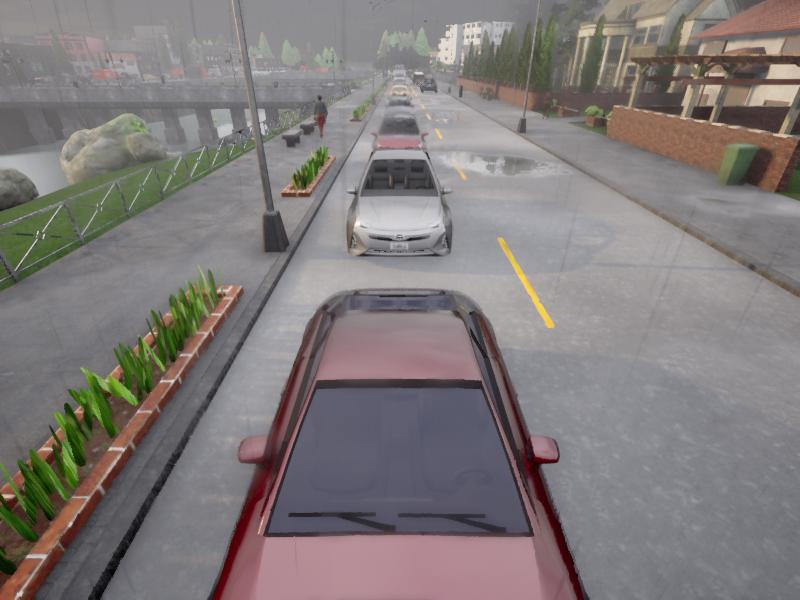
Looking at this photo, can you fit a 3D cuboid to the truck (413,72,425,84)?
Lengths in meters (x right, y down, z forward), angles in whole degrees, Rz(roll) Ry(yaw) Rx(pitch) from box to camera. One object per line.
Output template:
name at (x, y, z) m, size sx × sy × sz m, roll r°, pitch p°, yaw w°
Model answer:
truck at (3.931, -46.721, 83.975) m, size 2.390 × 2.098 × 6.274 m, roll 0°, pitch 30°, yaw 0°

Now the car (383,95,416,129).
car at (-0.023, -11.373, 24.043) m, size 1.816 × 1.474 × 4.193 m, roll 0°, pitch 30°, yaw 0°

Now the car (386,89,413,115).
car at (-0.029, -14.835, 29.915) m, size 1.845 × 1.501 × 3.633 m, roll 0°, pitch 31°, yaw 0°

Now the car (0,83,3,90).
car at (-61.734, -31.843, 59.178) m, size 1.970 × 1.475 × 3.806 m, roll 0°, pitch 30°, yaw 0°

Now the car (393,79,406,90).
car at (-0.051, -32.611, 60.529) m, size 1.994 × 1.385 × 4.181 m, roll 0°, pitch 30°, yaw 0°

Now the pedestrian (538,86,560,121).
pedestrian at (9.146, -12.085, 24.628) m, size 0.751 × 1.860 × 0.751 m, roll 0°, pitch 30°, yaw 0°

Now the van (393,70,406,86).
van at (-0.062, -40.319, 72.676) m, size 2.351 × 2.431 × 6.366 m, roll 0°, pitch 30°, yaw 0°

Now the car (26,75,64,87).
car at (-61.746, -38.164, 69.759) m, size 1.930 × 1.638 × 5.238 m, roll 0°, pitch 30°, yaw 0°

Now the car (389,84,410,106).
car at (-0.034, -19.188, 37.368) m, size 1.882 × 1.535 × 5.008 m, roll 0°, pitch 30°, yaw 0°

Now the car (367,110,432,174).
car at (-0.017, -5.947, 14.696) m, size 2.007 × 1.525 × 4.514 m, roll 0°, pitch 30°, yaw 0°

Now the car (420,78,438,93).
car at (3.952, -29.895, 55.579) m, size 2.242 × 1.667 × 4.611 m, roll 0°, pitch 30°, yaw 0°

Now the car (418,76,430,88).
car at (3.947, -36.179, 66.481) m, size 1.851 × 1.617 × 3.988 m, roll 0°, pitch 30°, yaw 0°

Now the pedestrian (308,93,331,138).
pedestrian at (-3.708, -8.560, 18.587) m, size 0.751 × 1.860 × 0.751 m, roll 0°, pitch 30°, yaw 0°

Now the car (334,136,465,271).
car at (-0.012, -2.292, 8.436) m, size 2.007 × 1.525 × 4.514 m, roll 0°, pitch 30°, yaw 0°

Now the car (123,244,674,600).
car at (-0.007, 1.030, 2.931) m, size 1.994 × 1.385 × 4.181 m, roll 0°, pitch 30°, yaw 0°

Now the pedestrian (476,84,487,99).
pedestrian at (8.445, -21.652, 41.573) m, size 0.751 × 1.300 × 0.751 m, roll -16°, pitch 34°, yaw -25°
